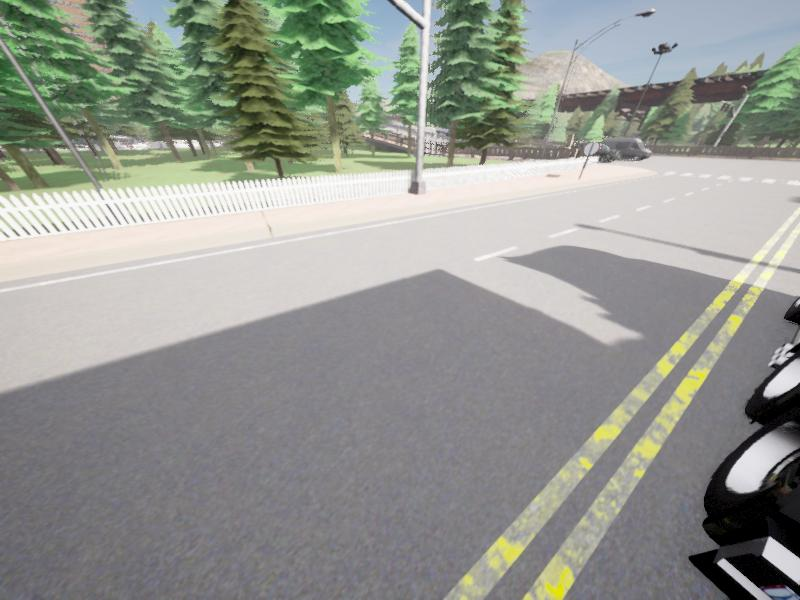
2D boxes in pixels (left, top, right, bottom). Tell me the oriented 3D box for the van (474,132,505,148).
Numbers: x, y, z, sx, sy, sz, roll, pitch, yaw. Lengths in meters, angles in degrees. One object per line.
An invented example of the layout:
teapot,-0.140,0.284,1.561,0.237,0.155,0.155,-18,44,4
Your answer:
van,20.767,-37.554,54.263,2.351,2.431,6.366,-20,45,-27

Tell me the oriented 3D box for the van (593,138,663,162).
van,30.838,-20.587,31.576,1.988,2.561,5.915,-20,40,-27

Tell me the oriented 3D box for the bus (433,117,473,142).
bus,13.767,-45.597,61.604,3.944,4.253,10.273,-20,47,-27

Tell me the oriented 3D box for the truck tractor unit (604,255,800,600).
truck tractor unit,5.093,-0.319,0.801,6.516,4.208,3.053,-19,39,-25

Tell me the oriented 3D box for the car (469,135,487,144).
car,20.252,-41.842,60.098,1.816,1.474,4.193,-20,47,-27

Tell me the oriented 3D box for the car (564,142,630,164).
car,24.469,-18.529,29.010,2.150,2.045,5.566,-18,39,-25
